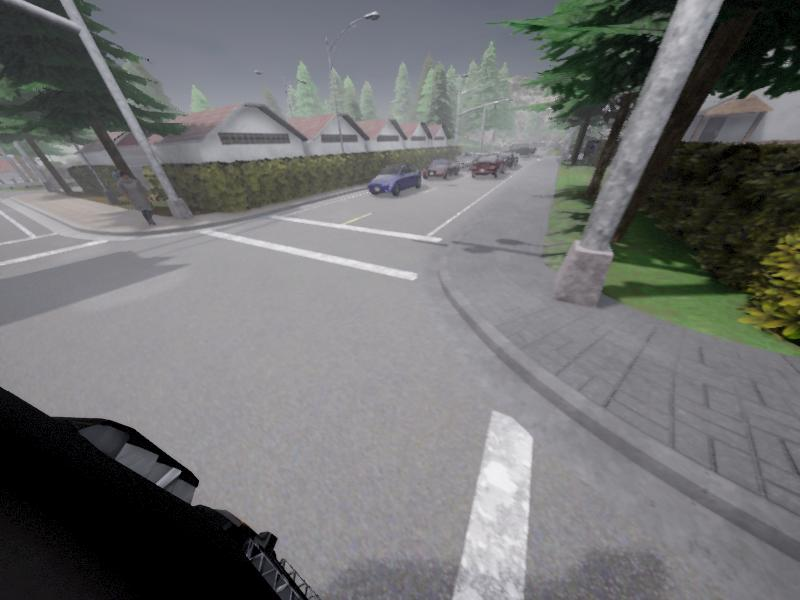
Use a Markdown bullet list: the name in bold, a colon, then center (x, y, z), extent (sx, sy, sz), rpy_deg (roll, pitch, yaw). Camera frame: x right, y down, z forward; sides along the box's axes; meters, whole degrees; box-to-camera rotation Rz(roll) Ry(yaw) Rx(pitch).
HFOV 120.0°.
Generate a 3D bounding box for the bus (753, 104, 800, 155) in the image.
- **bus**: center (44.208, -16.469, 21.886), extent (10.273, 4.253, 3.944), rpy_deg (16, 38, 26)

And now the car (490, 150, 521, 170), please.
- **car**: center (11.058, -14.593, 23.990), extent (1.882, 1.535, 5.008), rpy_deg (16, 38, 26)

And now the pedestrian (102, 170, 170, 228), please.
- **pedestrian**: center (-9.737, -3.738, 8.591), extent (0.751, 1.860, 0.751), rpy_deg (15, 37, 25)

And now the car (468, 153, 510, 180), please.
- **car**: center (7.331, -10.935, 18.771), extent (1.882, 1.535, 5.008), rpy_deg (16, 38, 26)

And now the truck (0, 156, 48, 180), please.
- **truck**: center (-80.362, -26.776, 46.968), extent (2.891, 3.827, 8.468), rpy_deg (16, 38, 26)

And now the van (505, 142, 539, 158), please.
- **van**: center (20.160, -24.837, 38.288), extent (4.442, 1.987, 1.775), rpy_deg (17, 38, 26)

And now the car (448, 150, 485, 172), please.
- **car**: center (7.045, -14.568, 24.173), extent (2.152, 1.651, 5.027), rpy_deg (16, 38, 26)

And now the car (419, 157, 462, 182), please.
- **car**: center (3.447, -10.883, 19.133), extent (1.994, 1.385, 4.181), rpy_deg (17, 38, 27)

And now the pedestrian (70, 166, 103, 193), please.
- **pedestrian**: center (-25.904, -9.955, 19.128), extent (0.751, 1.860, 0.751), rpy_deg (18, 39, 28)

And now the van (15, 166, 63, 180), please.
- **van**: center (-69.870, -24.741, 44.803), extent (1.775, 1.987, 4.442), rpy_deg (16, 38, 26)

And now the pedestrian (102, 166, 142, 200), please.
- **pedestrian**: center (-17.810, -7.531, 14.836), extent (0.751, 1.860, 0.751), rpy_deg (16, 38, 26)

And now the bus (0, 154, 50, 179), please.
- **bus**: center (-86.195, -28.777, 50.019), extent (3.944, 4.253, 10.273), rpy_deg (16, 38, 26)

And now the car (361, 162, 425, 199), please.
- **car**: center (-0.230, -7.327, 13.966), extent (1.816, 1.474, 4.193), rpy_deg (16, 38, 26)
